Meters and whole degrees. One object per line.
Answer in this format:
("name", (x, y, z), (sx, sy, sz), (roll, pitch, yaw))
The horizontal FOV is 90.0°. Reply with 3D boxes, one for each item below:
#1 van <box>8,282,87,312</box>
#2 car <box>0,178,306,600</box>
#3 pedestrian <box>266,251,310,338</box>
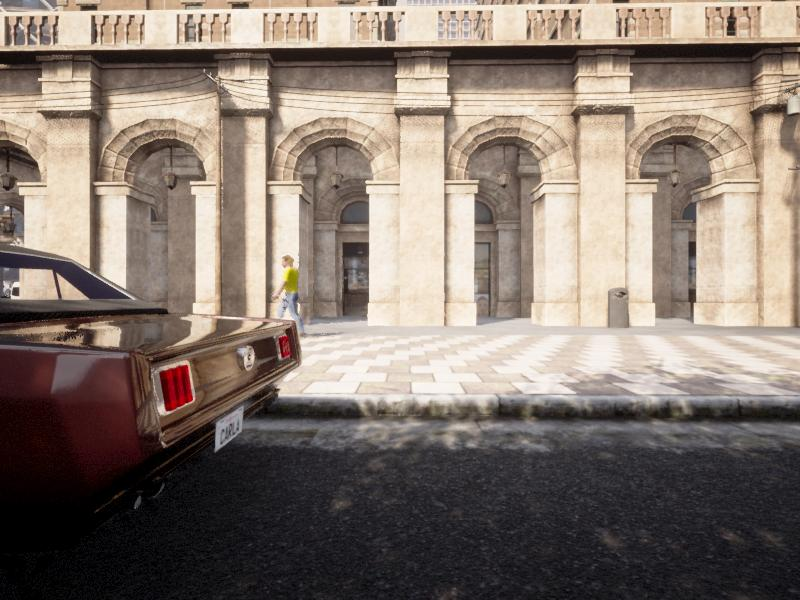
("van", (-32.401, -0.278, 37.096), (1.988, 2.561, 5.915), (0, 0, 1))
("car", (-3.058, 0.338, 2.008), (4.718, 1.301, 1.895), (0, 0, 1))
("pedestrian", (-2.473, -0.115, 8.919), (0.751, 1.860, 0.751), (0, 0, 2))
